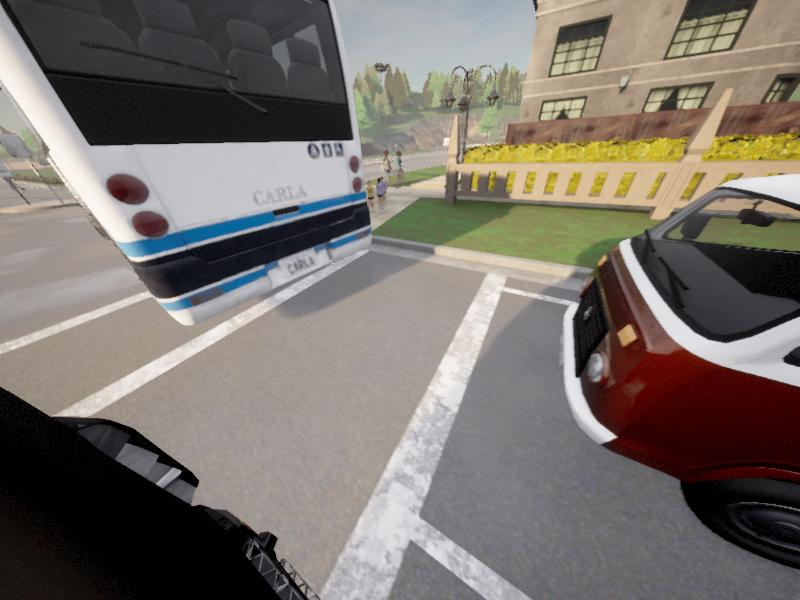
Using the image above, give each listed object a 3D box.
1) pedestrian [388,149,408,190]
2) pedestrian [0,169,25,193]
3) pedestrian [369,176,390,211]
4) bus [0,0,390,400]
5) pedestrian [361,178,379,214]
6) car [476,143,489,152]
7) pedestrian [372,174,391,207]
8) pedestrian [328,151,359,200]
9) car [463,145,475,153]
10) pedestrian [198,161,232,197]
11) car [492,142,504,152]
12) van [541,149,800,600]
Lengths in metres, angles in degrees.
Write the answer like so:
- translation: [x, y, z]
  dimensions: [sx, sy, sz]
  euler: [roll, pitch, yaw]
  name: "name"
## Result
- translation: [-0.070, -6.966, 12.381]
  dimensions: [0.751, 1.860, 0.751]
  euler: [9, 35, 17]
  name: "pedestrian"
- translation: [-36.150, -10.967, 21.322]
  dimensions: [0.751, 1.860, 0.751]
  euler: [19, 39, 29]
  name: "pedestrian"
- translation: [-0.753, -4.000, 8.667]
  dimensions: [0.500, 1.100, 0.500]
  euler: [15, 38, 25]
  name: "pedestrian"
- translation: [-5.581, -3.177, 5.263]
  dimensions: [10.273, 4.253, 3.944]
  euler: [21, 40, 31]
  name: "bus"
- translation: [-1.078, -3.702, 8.243]
  dimensions: [0.500, 1.100, 0.500]
  euler: [-7, 34, -6]
  name: "pedestrian"
- translation: [21.835, -40.207, 60.959]
  dimensions: [1.932, 1.855, 4.605]
  euler: [16, 38, 26]
  name: "car"
- translation: [-0.719, -4.324, 9.151]
  dimensions: [0.500, 1.100, 0.500]
  euler: [7, 35, 14]
  name: "pedestrian"
- translation: [-2.510, -5.590, 10.428]
  dimensions: [0.751, 1.860, 0.751]
  euler: [18, 39, 28]
  name: "pedestrian"
- translation: [18.637, -40.741, 62.349]
  dimensions: [1.816, 1.474, 4.193]
  euler: [16, 38, 26]
  name: "car"
- translation: [-11.290, -7.418, 14.160]
  dimensions: [0.751, 1.860, 0.751]
  euler: [16, 38, 26]
  name: "pedestrian"
- translation: [26.013, -40.451, 61.023]
  dimensions: [1.905, 1.878, 3.866]
  euler: [16, 38, 26]
  name: "car"
- translation: [3.494, 0.571, 0.961]
  dimensions: [4.480, 2.038, 2.069]
  euler: [16, 38, 26]
  name: "van"
